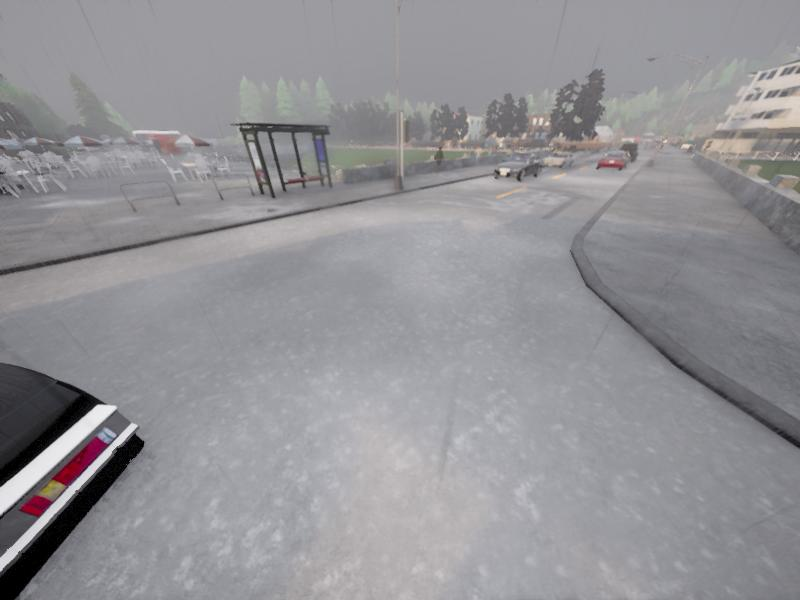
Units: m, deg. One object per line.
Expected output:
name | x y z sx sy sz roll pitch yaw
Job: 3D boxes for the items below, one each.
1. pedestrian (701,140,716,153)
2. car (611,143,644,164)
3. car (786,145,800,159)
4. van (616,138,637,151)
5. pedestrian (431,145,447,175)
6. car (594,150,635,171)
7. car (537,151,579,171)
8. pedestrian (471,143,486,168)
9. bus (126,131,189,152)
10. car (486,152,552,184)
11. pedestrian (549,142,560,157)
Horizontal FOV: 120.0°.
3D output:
pedestrian | 53.547 -26.622 40.076 0.751 1.860 0.751 29 44 35
car | 26.818 -17.323 27.198 1.905 1.878 3.866 28 44 35
car | 56.712 -19.757 30.921 4.892 1.490 1.837 30 45 35
van | 54.717 -37.580 55.794 2.351 2.431 6.366 28 44 35
pedestrian | 2.886 -10.452 17.208 0.751 1.860 0.751 25 42 31
car | 19.920 -12.973 21.419 1.994 1.385 4.181 28 44 35
car | 15.195 -13.413 22.139 1.895 1.301 4.718 28 44 35
pedestrian | 7.189 -13.280 21.264 0.751 1.860 0.751 28 44 35
bus | -63.624 -41.931 61.000 3.944 4.253 10.273 28 44 35
car | 8.326 -9.304 16.061 2.128 1.511 4.902 29 44 35
pedestrian | 23.245 -22.694 34.758 0.751 1.860 0.751 27 43 33
